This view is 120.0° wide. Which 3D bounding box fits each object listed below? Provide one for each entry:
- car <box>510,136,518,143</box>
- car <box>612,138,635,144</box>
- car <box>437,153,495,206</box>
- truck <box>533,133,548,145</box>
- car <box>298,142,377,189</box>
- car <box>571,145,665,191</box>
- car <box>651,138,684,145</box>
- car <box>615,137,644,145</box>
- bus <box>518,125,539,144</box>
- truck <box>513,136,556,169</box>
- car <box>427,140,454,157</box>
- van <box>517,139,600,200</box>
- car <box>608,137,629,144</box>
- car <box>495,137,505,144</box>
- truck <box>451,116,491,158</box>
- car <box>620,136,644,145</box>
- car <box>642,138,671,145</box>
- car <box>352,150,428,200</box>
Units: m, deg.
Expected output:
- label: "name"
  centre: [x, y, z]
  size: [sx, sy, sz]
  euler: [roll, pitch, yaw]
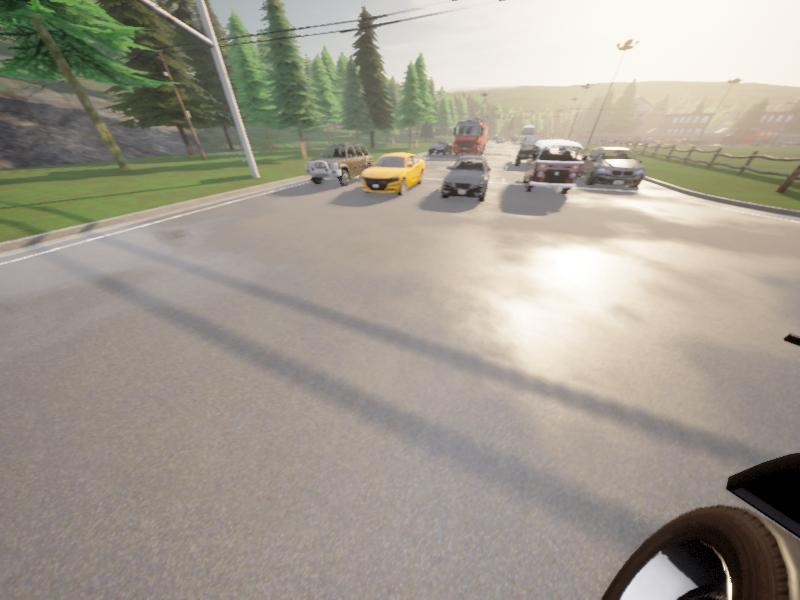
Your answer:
- label: "car"
  centre: [37.414, -52.793, 75.869]
  size: [1.905, 1.878, 3.866]
  euler: [14, 38, 19]
- label: "car"
  centre: [65.478, -46.684, 67.772]
  size: [4.193, 1.474, 1.816]
  euler: [14, 38, 18]
- label: "car"
  centre: [3.048, -5.526, 10.286]
  size: [1.816, 1.474, 4.193]
  euler: [12, 37, 15]
- label: "truck"
  centre: [37.981, -43.526, 62.449]
  size: [2.627, 2.467, 5.204]
  euler: [14, 38, 19]
- label: "car"
  centre: [-3.176, -7.714, 12.972]
  size: [1.932, 1.855, 4.605]
  euler: [11, 37, 16]
- label: "car"
  centre: [11.661, -7.509, 12.896]
  size: [2.242, 1.667, 4.611]
  euler: [13, 38, 17]
- label: "car"
  centre: [72.157, -42.825, 62.367]
  size: [5.366, 1.575, 1.801]
  euler: [14, 38, 18]
- label: "car"
  centre: [64.509, -44.772, 64.973]
  size: [5.238, 1.638, 1.930]
  euler: [14, 38, 18]
- label: "bus"
  centre: [36.877, -47.724, 66.760]
  size: [3.944, 4.253, 10.273]
  euler: [14, 38, 19]
- label: "truck"
  centre: [11.675, -13.143, 20.381]
  size: [2.390, 2.098, 6.274]
  euler: [14, 38, 18]
- label: "car"
  centre: [5.350, -19.836, 30.093]
  size: [2.152, 1.651, 5.027]
  euler: [14, 38, 19]
- label: "van"
  centre: [7.214, -6.504, 11.172]
  size: [2.069, 2.038, 4.480]
  euler: [12, 37, 16]
- label: "car"
  centre: [66.593, -48.645, 70.468]
  size: [3.988, 1.617, 1.851]
  euler: [14, 38, 18]
- label: "car"
  centre: [30.147, -47.936, 69.540]
  size: [2.152, 1.651, 5.027]
  euler: [14, 38, 19]
- label: "truck"
  centre: [9.222, -20.807, 29.568]
  size: [2.891, 3.827, 8.468]
  euler: [14, 38, 19]
- label: "car"
  centre: [62.610, -43.121, 62.472]
  size: [3.866, 1.878, 1.905]
  euler: [14, 38, 18]
- label: "car"
  centre: [72.507, -44.929, 65.355]
  size: [4.792, 1.488, 2.163]
  euler: [14, 38, 18]
- label: "car"
  centre: [-0.189, -6.337, 11.352]
  size: [1.882, 1.535, 5.008]
  euler: [12, 37, 15]
